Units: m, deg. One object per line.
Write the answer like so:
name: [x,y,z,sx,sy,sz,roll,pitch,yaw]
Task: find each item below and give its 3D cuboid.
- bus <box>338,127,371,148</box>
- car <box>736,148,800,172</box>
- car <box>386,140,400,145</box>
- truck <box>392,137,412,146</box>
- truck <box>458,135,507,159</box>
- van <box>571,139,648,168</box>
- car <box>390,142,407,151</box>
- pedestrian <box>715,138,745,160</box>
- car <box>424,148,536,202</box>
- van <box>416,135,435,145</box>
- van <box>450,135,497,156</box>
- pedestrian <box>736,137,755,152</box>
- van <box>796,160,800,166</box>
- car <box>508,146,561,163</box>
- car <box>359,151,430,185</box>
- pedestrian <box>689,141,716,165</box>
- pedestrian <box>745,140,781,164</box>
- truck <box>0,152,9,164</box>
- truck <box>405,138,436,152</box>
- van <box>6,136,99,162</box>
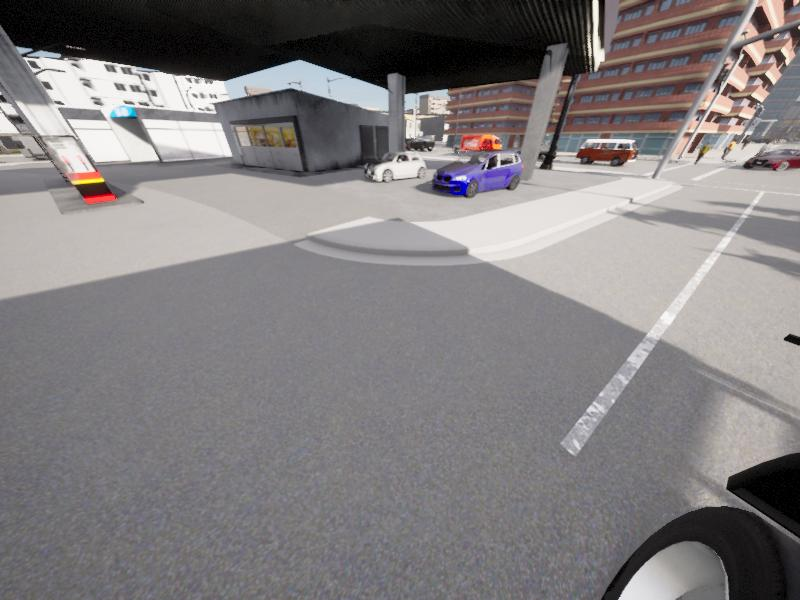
bus: [-12.012,-42.537,60.627,3.944,4.253,10.273,-23,41,-28]
car: [30.171,-11.072,18.229,4.181,1.385,1.994,-4,35,-6]
car: [-2.184,-51.773,75.966,4.181,1.385,1.994,-22,41,-27]
truck: [0.609,-50.747,73.851,6.274,2.098,2.390,-23,41,-27]
truck: [10.785,-20.408,30.661,2.627,2.467,5.204,-23,41,-28]
van: [19.094,-13.607,21.321,2.069,2.038,4.480,-23,41,-29]
car: [-0.389,-32.317,48.458,1.845,1.501,3.633,-23,41,-29]
pedestrian: [34.580,-15.858,24.258,0.751,1.860,0.751,5,36,8]
car: [3.634,-5.933,10.656,4.611,1.667,2.242,-22,41,-28]
van: [8.600,-54.232,78.184,6.366,2.431,2.351,-23,41,-27]
van: [11.009,-23.654,35.303,2.351,2.431,6.366,-23,41,-29]
pedestrian: [54.249,-24.426,36.280,0.751,1.860,0.751,-13,37,-18]
van: [38.454,-13.306,20.758,4.480,2.038,2.069,-22,41,-28]
car: [15.071,-16.535,26.152,1.895,1.301,4.718,-23,41,-29]
car: [-0.283,-8.249,14.249,3.806,1.475,1.970,-22,41,-28]
pedestrian: [28.341,-13.810,21.660,0.751,1.860,0.751,-29,44,-34]
pedestrian: [34.166,-13.910,21.765,0.751,1.860,0.751,4,35,6]
truck: [-46.530,-14.933,23.614,2.390,2.098,6.274,0,35,0]
truck: [3.704,-29.304,43.659,2.390,2.098,6.274,-23,41,-29]
van: [-44.886,-19.853,30.205,1.988,2.561,5.915,9,36,13]
